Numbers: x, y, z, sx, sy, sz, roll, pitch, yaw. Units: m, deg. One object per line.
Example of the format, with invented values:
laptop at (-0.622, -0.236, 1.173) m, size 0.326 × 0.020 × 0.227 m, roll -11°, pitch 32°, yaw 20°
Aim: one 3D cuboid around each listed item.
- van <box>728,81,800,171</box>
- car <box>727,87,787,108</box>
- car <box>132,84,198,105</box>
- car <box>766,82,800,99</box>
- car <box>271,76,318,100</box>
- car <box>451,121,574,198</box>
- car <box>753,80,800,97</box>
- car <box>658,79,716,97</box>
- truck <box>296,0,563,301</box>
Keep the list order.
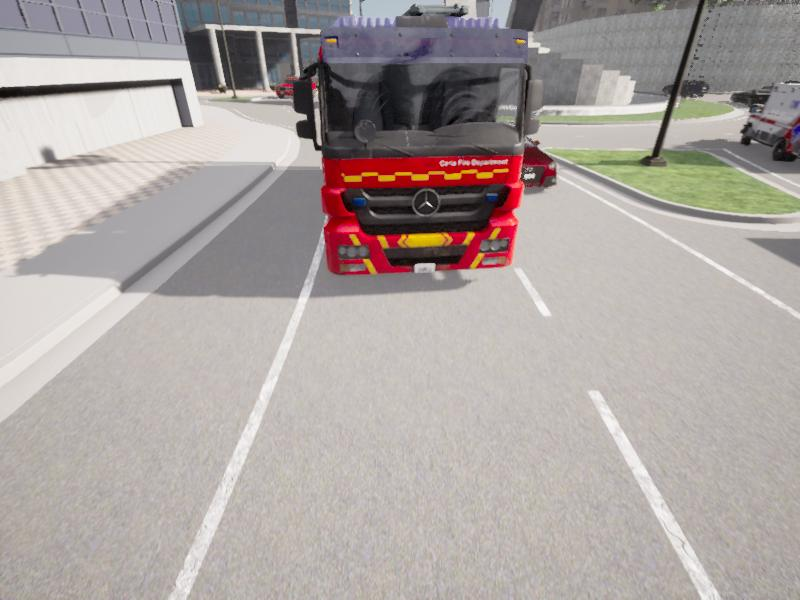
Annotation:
van at (15.195, -6.646, 14.889) m, size 2.351 × 2.431 × 6.366 m, roll 10°, pitch 32°, yaw 16°
car at (30.592, -17.485, 34.472) m, size 1.895 × 1.301 × 4.718 m, roll 7°, pitch 31°, yaw 12°
car at (-22.043, -19.356, 37.622) m, size 4.974 × 1.542 × 2.038 m, roll 6°, pitch 31°, yaw 11°
car at (41.447, -21.747, 41.568) m, size 4.674 × 1.442 × 1.812 m, roll 2°, pitch 30°, yaw 4°
car at (-11.242, -22.980, 43.263) m, size 2.150 × 2.045 × 5.566 m, roll 9°, pitch 32°, yaw 16°
car at (3.118, -4.417, 12.172) m, size 1.994 × 1.385 × 4.181 m, roll -5°, pitch 31°, yaw -7°
car at (42.909, -23.483, 44.443) m, size 4.974 × 1.542 × 2.038 m, roll 2°, pitch 30°, yaw 3°
car at (32.520, -24.148, 45.520) m, size 2.033 × 1.649 × 4.856 m, roll -10°, pitch 32°, yaw -17°
truck at (-0.105, -3.842, 8.771) m, size 2.891 × 3.827 × 8.468 m, roll -3°, pitch 30°, yaw -5°
